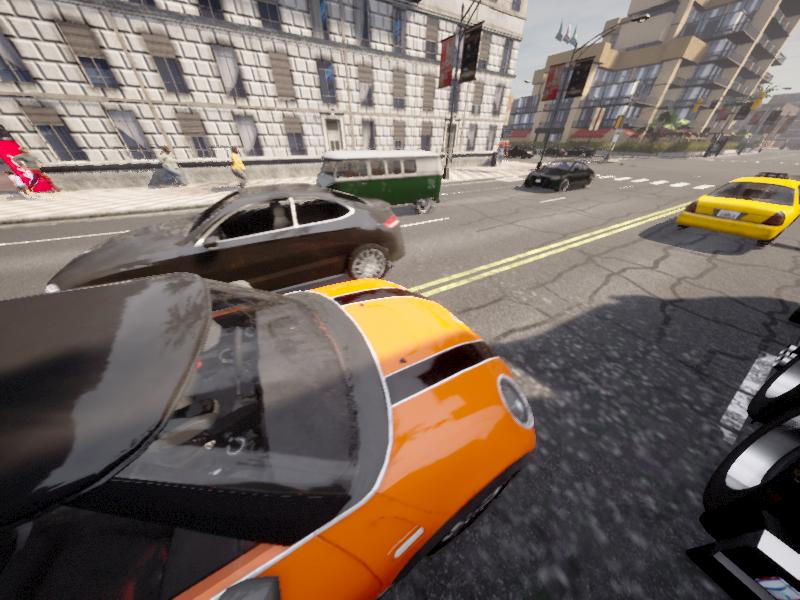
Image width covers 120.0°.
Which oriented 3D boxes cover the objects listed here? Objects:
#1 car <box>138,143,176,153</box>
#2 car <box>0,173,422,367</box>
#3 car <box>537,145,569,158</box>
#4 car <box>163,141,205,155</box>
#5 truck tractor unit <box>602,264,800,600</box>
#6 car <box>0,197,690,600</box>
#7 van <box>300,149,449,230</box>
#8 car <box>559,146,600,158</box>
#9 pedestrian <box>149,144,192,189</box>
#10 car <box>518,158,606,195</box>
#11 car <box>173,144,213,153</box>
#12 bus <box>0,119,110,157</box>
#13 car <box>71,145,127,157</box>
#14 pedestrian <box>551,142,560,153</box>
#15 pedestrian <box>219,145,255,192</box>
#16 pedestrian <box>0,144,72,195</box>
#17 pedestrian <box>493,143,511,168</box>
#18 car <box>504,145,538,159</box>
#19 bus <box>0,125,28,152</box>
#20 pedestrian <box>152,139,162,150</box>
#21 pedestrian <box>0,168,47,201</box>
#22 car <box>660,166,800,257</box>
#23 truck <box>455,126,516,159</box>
[{"bbox_3d":[-46.474,-29.240,44.319,4.514,1.525,2.007,-18,39,-24],"label":"car"},{"bbox_3d":[-2.368,-1.070,4.100,5.027,1.651,2.152,-17,38,-23],"label":"car"},{"bbox_3d":[25.009,-24.418,37.917,1.789,1.549,3.705,-18,39,-25],"label":"car"},{"bbox_3d":[-36.390,-25.764,39.104,4.605,1.855,1.932,-19,39,-24],"label":"car"},{"bbox_3d":[5.111,-0.301,0.781,6.516,4.208,3.053,-18,39,-24],"label":"truck tractor unit"},{"bbox_3d":[-1.273,0.782,1.294,4.553,1.767,2.097,-18,39,-24],"label":"car"},{"bbox_3d":[-0.744,-4.007,8.015,4.442,1.987,1.775,-18,39,-24],"label":"van"},{"bbox_3d":[29.186,-24.266,37.781,1.837,1.490,4.892,-18,39,-25],"label":"car"},{"bbox_3d":[-11.408,-6.674,11.564,0.751,1.860,0.751,-18,39,-25],"label":"pedestrian"},{"bbox_3d":[9.020,-6.990,12.915,4.181,1.385,1.994,-18,39,-24],"label":"car"},{"bbox_3d":[-39.559,-29.166,44.382,5.357,1.411,2.033,-18,39,-25],"label":"car"},{"bbox_3d":[-52.347,-23.927,34.266,10.273,4.253,3.944,-18,39,-25],"label":"bus"},{"bbox_3d":[-45.421,-22.623,35.021,4.718,1.301,1.895,-18,39,-24],"label":"car"},{"bbox_3d":[31.044,-30.478,46.090,0.751,1.860,0.751,-7,35,-10],"label":"pedestrian"},{"bbox_3d":[-7.686,-6.226,10.948,0.751,1.860,0.751,-22,41,-29],"label":"pedestrian"},{"bbox_3d":[-16.002,-5.740,10.186,0.751,1.860,0.751,-14,37,-20],"label":"pedestrian"},{"bbox_3d":[9.359,-13.289,21.227,0.751,1.860,0.751,-20,39,-26],"label":"pedestrian"},{"bbox_3d":[18.059,-22.230,34.670,1.851,1.617,3.988,-18,39,-25],"label":"car"},{"bbox_3d":[-80.331,-31.353,44.703,3.944,4.253,10.273,-18,39,-24],"label":"bus"},{"bbox_3d":[-51.923,-33.144,49.285,0.751,1.860,0.751,-27,43,-33],"label":"pedestrian"},{"bbox_3d":[-15.180,-4.620,9.249,0.500,1.100,0.500,0,35,-1],"label":"pedestrian"},{"bbox_3d":[10.440,-2.892,6.850,5.366,1.575,1.801,-18,39,-25],"label":"car"},{"bbox_3d":[12.743,-24.344,35.739,2.891,3.827,8.468,-18,39,-25],"label":"truck"}]
